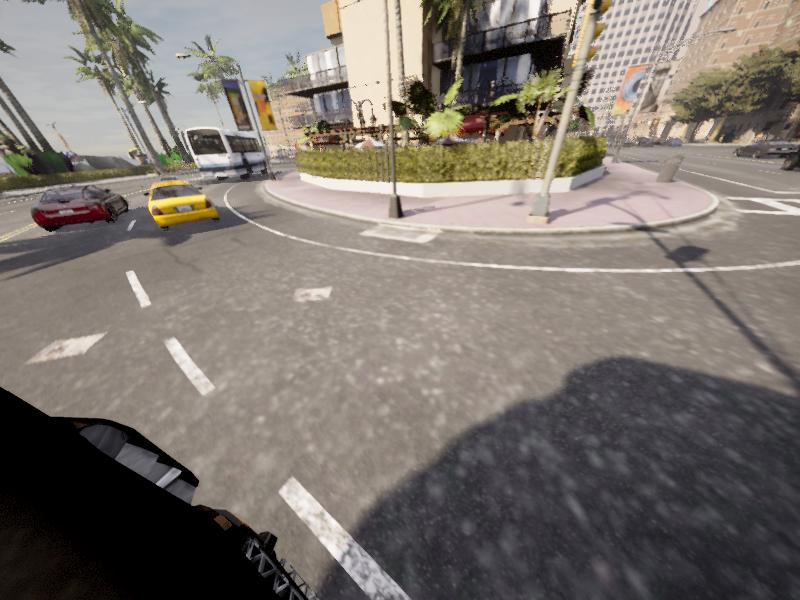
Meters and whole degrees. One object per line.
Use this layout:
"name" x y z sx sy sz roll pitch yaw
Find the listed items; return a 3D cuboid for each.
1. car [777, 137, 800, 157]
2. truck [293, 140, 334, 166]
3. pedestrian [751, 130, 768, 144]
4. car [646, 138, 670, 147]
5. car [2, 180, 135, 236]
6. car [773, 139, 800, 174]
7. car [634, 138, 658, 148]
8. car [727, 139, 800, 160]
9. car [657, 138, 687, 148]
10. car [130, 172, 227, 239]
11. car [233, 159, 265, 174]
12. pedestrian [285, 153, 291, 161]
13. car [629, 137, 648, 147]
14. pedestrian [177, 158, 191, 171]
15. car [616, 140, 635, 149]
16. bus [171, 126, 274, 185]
"car" 36.983 -13.409 20.201 2.163 1.488 4.792 15 37 25
"truck" -16.144 -28.139 44.054 2.891 3.827 8.468 5 34 11
"pedestrian" 64.027 -28.999 41.115 0.751 1.860 0.751 -15 35 -17
"car" 58.515 -35.866 52.518 2.163 1.488 4.792 15 37 25
"car" -13.641 -4.168 9.971 1.994 1.385 4.181 -24 39 -29
"car" 23.828 -7.805 12.576 1.851 1.617 3.988 15 37 25
"car" 52.238 -33.416 49.140 2.033 1.649 4.856 15 38 25
"car" 33.688 -13.961 21.346 2.033 1.411 5.357 15 37 25
"car" 54.617 -31.634 46.483 2.033 1.411 5.357 13 36 22
"car" -8.825 -4.039 9.243 1.801 1.575 5.366 -28 41 -33
"car" -21.329 -19.082 32.897 1.970 1.475 3.806 -2 34 1
"pedestrian" -29.468 -37.639 60.777 0.751 1.860 0.751 12 36 21
"car" 55.285 -36.701 53.634 1.905 1.878 3.866 15 38 25
"pedestrian" -36.138 -22.644 38.651 0.751 1.860 0.751 1 34 6
"car" 48.659 -33.600 49.885 1.994 1.385 4.181 15 37 25
"bus" -17.761 -15.508 24.748 3.944 4.253 10.273 -8 34 -7
